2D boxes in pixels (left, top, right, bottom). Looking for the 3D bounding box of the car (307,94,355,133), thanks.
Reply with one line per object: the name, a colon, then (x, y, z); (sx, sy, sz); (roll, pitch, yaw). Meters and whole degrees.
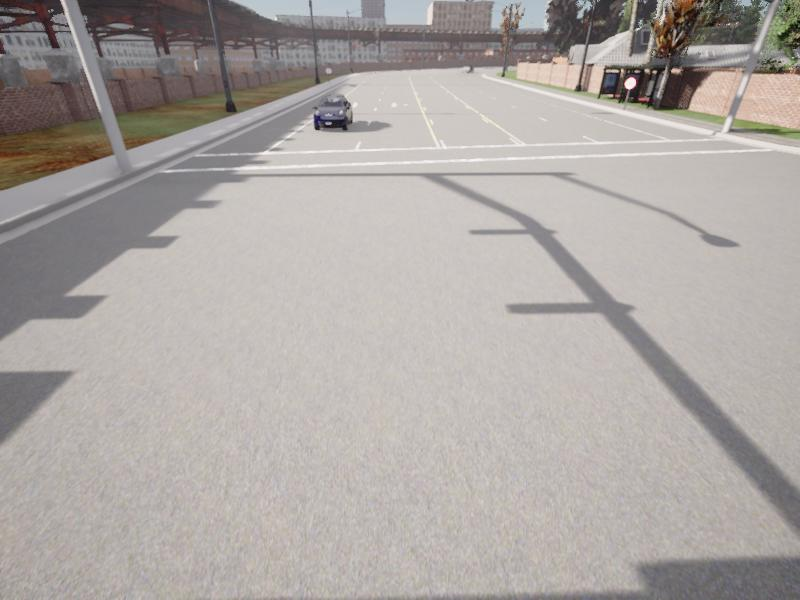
car: (-3.526, -9.952, 21.175); (1.845, 1.501, 3.633); (0, 31, 0)
